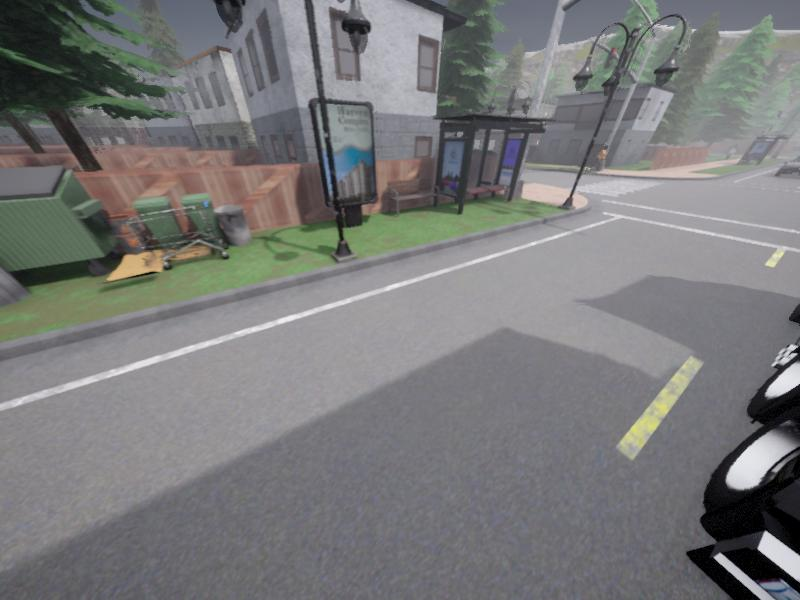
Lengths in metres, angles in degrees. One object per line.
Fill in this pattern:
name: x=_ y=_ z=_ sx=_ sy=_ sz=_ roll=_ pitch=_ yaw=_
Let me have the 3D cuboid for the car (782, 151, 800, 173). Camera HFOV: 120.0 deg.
car: x=37.814 y=-12.637 z=21.044 sx=5.027 sy=1.651 sz=2.152 roll=-19 pitch=39 yaw=-25

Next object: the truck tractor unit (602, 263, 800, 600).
truck tractor unit: x=5.106 y=-0.307 z=0.783 sx=6.516 sy=4.208 sz=3.053 roll=-18 pitch=39 yaw=-24

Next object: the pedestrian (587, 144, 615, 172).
pedestrian: x=15.807 y=-11.178 z=18.221 sx=0.751 sy=1.860 sz=0.751 roll=-12 pitch=37 yaw=-18

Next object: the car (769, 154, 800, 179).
car: x=31.585 y=-10.427 z=18.018 sx=5.357 sy=1.411 sz=2.033 roll=-19 pitch=39 yaw=-25
